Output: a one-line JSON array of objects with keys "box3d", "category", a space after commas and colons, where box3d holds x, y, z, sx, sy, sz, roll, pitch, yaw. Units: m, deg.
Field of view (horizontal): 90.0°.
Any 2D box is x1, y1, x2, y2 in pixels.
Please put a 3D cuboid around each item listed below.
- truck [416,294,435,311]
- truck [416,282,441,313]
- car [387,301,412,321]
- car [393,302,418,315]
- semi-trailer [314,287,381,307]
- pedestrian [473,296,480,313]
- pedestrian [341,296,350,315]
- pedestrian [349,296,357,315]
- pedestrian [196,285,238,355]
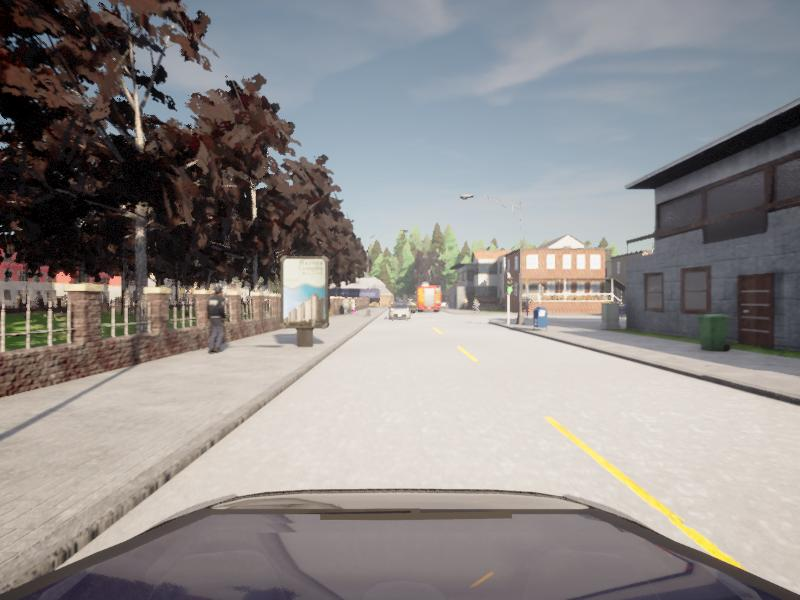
[{"box3d": [3.967, 0.368, 62.517, 2.627, 2.467, 5.204, 0, 0, 0], "category": "truck"}, {"box3d": [3.710, -0.312, 53.546, 2.891, 3.827, 8.468, 0, 0, 1], "category": "truck"}, {"box3d": [-0.018, 0.833, 31.774, 1.845, 1.501, 3.633, 0, 0, 0], "category": "car"}, {"box3d": [0.541, 0.903, 45.825, 2.033, 1.411, 5.357, 0, 0, -9], "category": "car"}, {"box3d": [-11.354, -0.603, 87.114, 14.254, 4.402, 2.717, 0, 0, 9], "category": "semi-trailer"}, {"box3d": [8.492, 0.532, 44.596, 0.751, 1.860, 0.751, 0, 0, 12], "category": "pedestrian"}, {"box3d": [-5.377, 0.540, 39.629, 0.751, 1.860, 0.751, 0, 0, 0], "category": "pedestrian"}, {"box3d": [-4.728, 0.540, 40.398, 0.751, 1.860, 0.751, 0, 0, -13], "category": "pedestrian"}, {"box3d": [-5.042, 0.535, 11.040, 0.751, 1.860, 0.751, 0, 0, 14], "category": "pedestrian"}]
